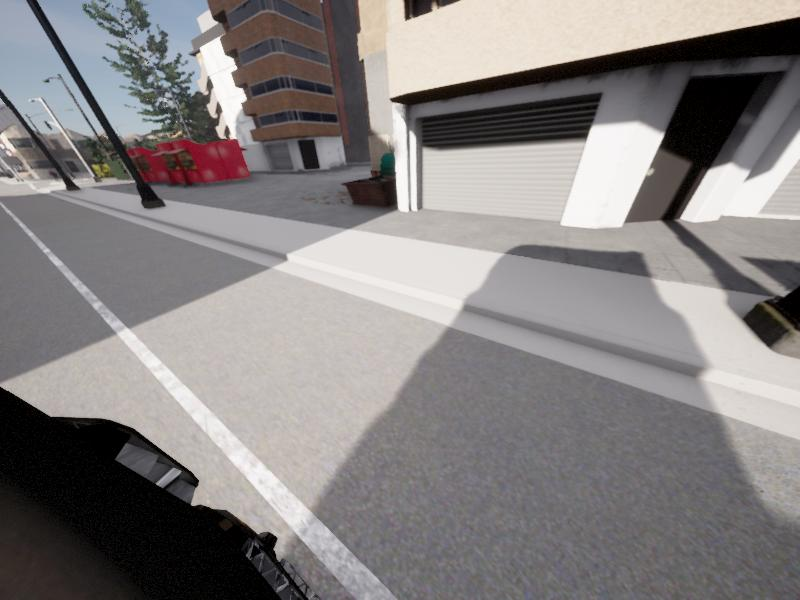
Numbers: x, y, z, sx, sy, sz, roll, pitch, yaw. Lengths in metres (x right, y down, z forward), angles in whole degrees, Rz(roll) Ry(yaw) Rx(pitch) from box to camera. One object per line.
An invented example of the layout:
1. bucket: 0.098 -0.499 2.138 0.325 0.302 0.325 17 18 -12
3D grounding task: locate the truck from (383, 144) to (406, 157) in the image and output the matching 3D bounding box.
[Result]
1. truck: -1.316 -37.891 58.719 5.204 2.467 2.627 16 38 28

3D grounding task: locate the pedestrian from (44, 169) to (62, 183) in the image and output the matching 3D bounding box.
1. pedestrian: -56.354 -20.166 37.520 0.751 1.860 0.751 13 36 23
